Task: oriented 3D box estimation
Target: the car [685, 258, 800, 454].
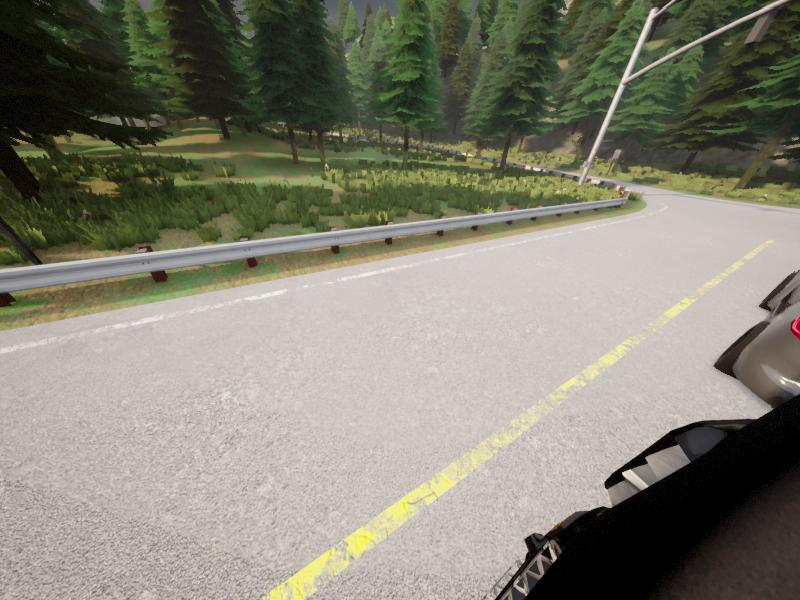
[{"bbox_3d":[5.863,0.322,2.393,4.611,1.667,2.242,-16,38,-26],"label":"car"}]
